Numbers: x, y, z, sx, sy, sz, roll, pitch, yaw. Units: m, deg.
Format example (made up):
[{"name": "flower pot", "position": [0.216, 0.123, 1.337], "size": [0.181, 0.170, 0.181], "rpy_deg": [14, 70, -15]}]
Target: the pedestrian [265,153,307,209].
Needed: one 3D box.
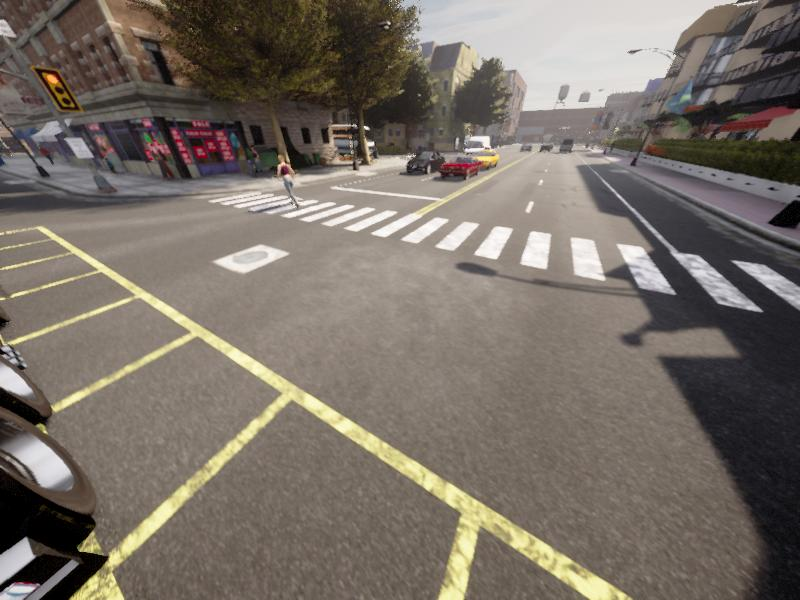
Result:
[{"name": "pedestrian", "position": [-4.419, -4.660, 9.068], "size": [0.751, 1.860, 0.751], "rpy_deg": [23, 41, 29]}]

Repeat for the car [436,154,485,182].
[{"name": "car", "position": [4.449, -9.574, 16.586], "size": [1.895, 1.301, 4.718], "rpy_deg": [18, 39, 24]}]

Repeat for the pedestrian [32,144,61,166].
[{"name": "pedestrian", "position": [-36.619, -15.018, 23.975], "size": [0.751, 1.860, 0.751], "rpy_deg": [19, 39, 25]}]

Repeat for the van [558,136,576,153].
[{"name": "van", "position": [32.277, -30.067, 44.695], "size": [1.988, 2.561, 5.915], "rpy_deg": [18, 39, 24]}]

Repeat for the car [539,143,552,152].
[{"name": "car", "position": [29.712, -31.095, 47.107], "size": [1.837, 1.490, 4.892], "rpy_deg": [18, 39, 24]}]

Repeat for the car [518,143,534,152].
[{"name": "car", "position": [26.077, -31.482, 47.681], "size": [2.128, 1.511, 4.902], "rpy_deg": [18, 39, 24]}]

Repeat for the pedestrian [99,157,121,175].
[{"name": "pedestrian", "position": [-21.958, -10.142, 17.501], "size": [0.500, 1.100, 0.500], "rpy_deg": [17, 38, 23]}]

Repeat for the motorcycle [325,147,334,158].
[{"name": "motorcycle", "position": [-10.570, -22.087, 34.552], "size": [0.803, 1.145, 2.033], "rpy_deg": [8, 34, -6]}]

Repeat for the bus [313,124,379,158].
[{"name": "bus", "position": [-9.035, -26.789, 38.830], "size": [10.273, 4.253, 3.944], "rpy_deg": [20, 39, 23]}]

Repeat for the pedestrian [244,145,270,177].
[{"name": "pedestrian", "position": [-9.749, -9.497, 15.800], "size": [0.751, 1.860, 0.751], "rpy_deg": [21, 40, 27]}]

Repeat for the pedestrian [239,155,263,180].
[{"name": "pedestrian", "position": [-9.625, -8.598, 14.998], "size": [0.751, 1.300, 0.751], "rpy_deg": [-6, 35, -8]}]

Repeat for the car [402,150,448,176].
[{"name": "car", "position": [2.183, -11.415, 19.077], "size": [1.837, 1.490, 4.892], "rpy_deg": [18, 39, 24]}]

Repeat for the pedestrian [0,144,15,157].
[{"name": "pedestrian", "position": [-64.982, -24.593, 37.988], "size": [0.751, 1.860, 0.751], "rpy_deg": [17, 39, 23]}]

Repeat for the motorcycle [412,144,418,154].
[{"name": "motorcycle", "position": [2.824, -28.186, 43.127], "size": [0.764, 1.277, 2.356], "rpy_deg": [-9, 34, 6]}]

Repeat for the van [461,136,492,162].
[{"name": "van", "position": [9.943, -19.682, 29.964], "size": [1.988, 2.561, 5.915], "rpy_deg": [18, 40, 24]}]

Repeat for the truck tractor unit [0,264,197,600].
[{"name": "truck tractor unit", "position": [-5.112, -0.299, 0.782], "size": [6.516, 4.208, 3.053], "rpy_deg": [18, 39, 24]}]

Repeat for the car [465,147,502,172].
[{"name": "car", "position": [7.857, -13.131, 21.417], "size": [1.801, 1.575, 5.366], "rpy_deg": [18, 39, 24]}]
